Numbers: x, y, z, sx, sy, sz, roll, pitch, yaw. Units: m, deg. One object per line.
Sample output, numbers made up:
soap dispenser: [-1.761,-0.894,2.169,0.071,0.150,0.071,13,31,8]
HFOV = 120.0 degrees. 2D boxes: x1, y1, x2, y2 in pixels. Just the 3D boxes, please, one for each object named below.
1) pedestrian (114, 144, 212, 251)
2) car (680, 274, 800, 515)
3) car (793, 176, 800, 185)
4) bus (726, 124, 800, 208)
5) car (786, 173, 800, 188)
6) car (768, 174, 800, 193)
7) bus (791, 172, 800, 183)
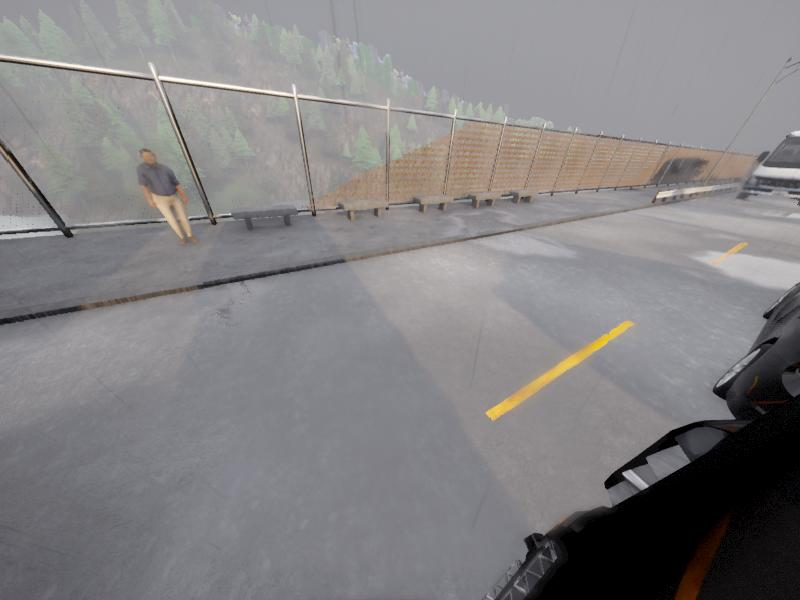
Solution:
pedestrian: [-4.852,-2.121,4.849,0.751,1.860,0.751,-26,43,-36]
car: [5.342,0.499,2.208,5.008,1.535,1.882,-16,38,-26]
car: [61.074,-17.905,34.218,4.792,1.488,2.163,-16,38,-26]
bus: [28.462,-9.385,16.400,10.273,4.253,3.944,-19,39,-30]
car: [51.727,-15.276,29.475,3.705,1.549,1.789,-16,38,-26]
car: [40.832,-12.141,23.997,3.806,1.475,1.970,-16,38,-26]
bus: [71.037,-21.806,38.335,10.273,4.253,3.944,-16,38,-26]
